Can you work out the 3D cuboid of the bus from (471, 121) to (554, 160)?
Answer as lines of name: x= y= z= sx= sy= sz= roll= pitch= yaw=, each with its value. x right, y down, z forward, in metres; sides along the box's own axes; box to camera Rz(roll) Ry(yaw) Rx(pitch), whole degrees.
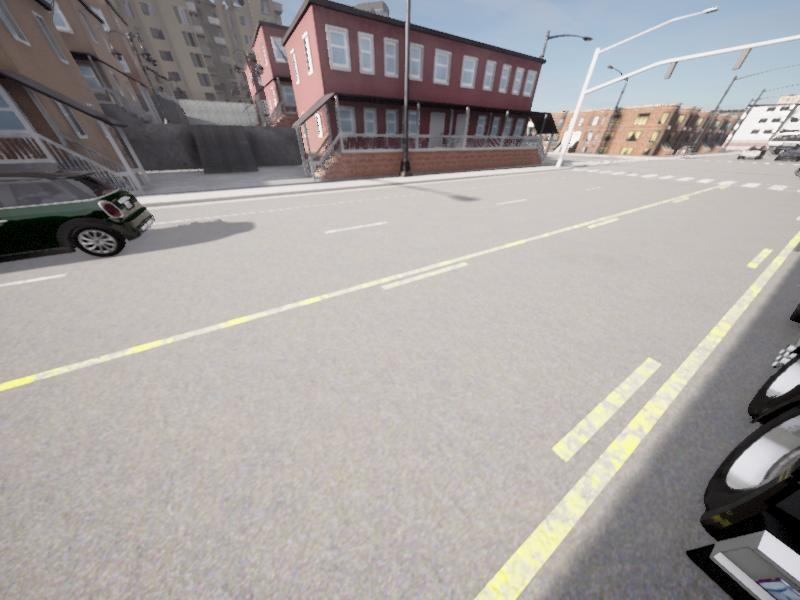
bus: x=16.193 y=-23.916 z=34.777 sx=3.944 sy=4.253 sz=10.273 roll=-18 pitch=39 yaw=-25

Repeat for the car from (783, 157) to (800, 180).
car: x=29.954 y=-8.954 z=15.791 sx=2.128 sy=1.511 sz=4.902 roll=22 pitch=40 yaw=28

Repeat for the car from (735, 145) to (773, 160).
car: x=53.224 y=-22.221 z=34.731 sx=4.605 sy=1.855 sz=1.932 roll=-18 pitch=39 yaw=-25

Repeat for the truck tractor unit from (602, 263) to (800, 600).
truck tractor unit: x=5.108 y=-0.304 z=0.783 sx=6.516 sy=4.208 sz=3.053 roll=-18 pitch=39 yaw=-24

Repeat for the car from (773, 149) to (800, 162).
car: x=54.819 y=-20.222 z=32.318 sx=4.181 sy=1.385 sz=1.994 roll=-18 pitch=39 yaw=-25

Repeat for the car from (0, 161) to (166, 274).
car: x=-8.613 y=-1.763 z=4.888 sx=4.553 sy=1.767 sz=2.097 roll=-18 pitch=39 yaw=-25

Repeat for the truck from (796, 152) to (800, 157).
truck: x=77.064 y=-27.872 z=42.853 sx=6.274 sy=2.098 sz=2.390 roll=-18 pitch=39 yaw=-25
